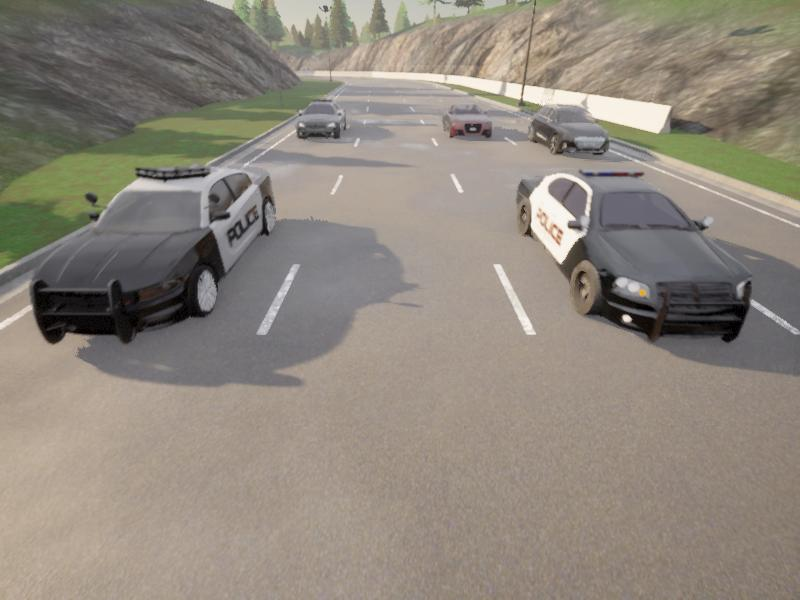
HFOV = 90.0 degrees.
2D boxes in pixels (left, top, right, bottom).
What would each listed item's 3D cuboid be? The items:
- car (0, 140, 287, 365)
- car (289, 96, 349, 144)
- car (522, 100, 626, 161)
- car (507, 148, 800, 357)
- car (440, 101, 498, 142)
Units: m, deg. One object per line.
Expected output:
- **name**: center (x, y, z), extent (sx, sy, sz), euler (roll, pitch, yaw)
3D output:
- **car**: center (-3.550, -1.281, 6.489), extent (1.930, 1.638, 5.238), euler (0, 31, 0)
- **car**: center (-3.755, -8.860, 19.467), extent (2.038, 1.542, 4.974), euler (-1, 31, -1)
- **car**: center (6.815, -7.085, 16.412), extent (2.033, 1.649, 4.856), euler (0, 31, -1)
- **car**: center (3.450, -1.233, 6.556), extent (2.038, 1.542, 4.974), euler (0, 30, 0)
- **car**: center (3.242, -8.847, 19.646), extent (1.994, 1.385, 4.181), euler (-1, 30, -1)
